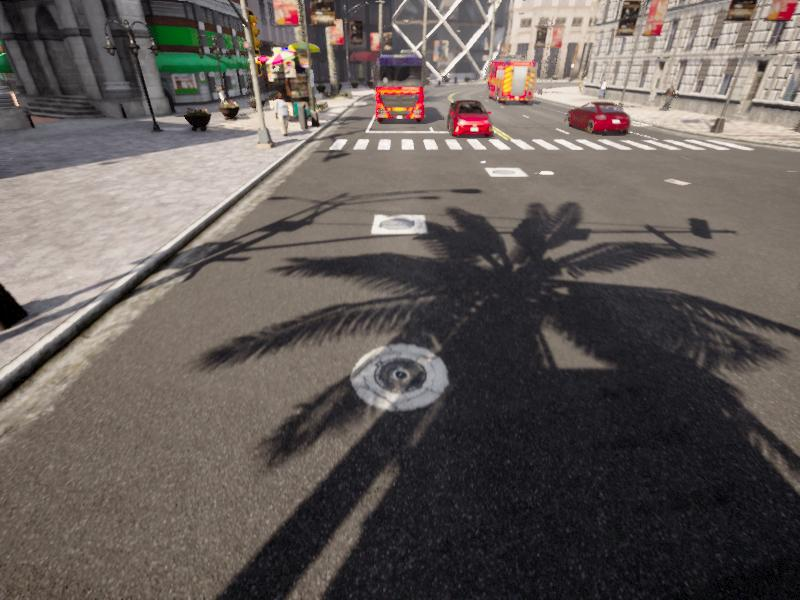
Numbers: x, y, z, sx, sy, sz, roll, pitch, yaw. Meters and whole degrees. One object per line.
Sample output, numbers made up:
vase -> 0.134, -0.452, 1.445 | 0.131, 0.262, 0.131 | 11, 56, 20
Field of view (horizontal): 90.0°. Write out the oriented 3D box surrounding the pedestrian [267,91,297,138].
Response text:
pedestrian -> -5.342, -8.425, 18.199 | 0.751, 1.860, 0.751 | 18, 35, 27

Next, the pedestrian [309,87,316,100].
pedestrian -> -8.563, -20.234, 39.128 | 0.500, 1.100, 0.500 | 0, 30, 1

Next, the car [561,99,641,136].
car -> 10.676, -9.953, 21.654 | 1.994, 1.385, 4.181 | -2, 30, -3

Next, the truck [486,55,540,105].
truck -> 10.581, -21.289, 38.593 | 2.891, 3.827, 8.468 | 1, 30, 1

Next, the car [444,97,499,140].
car -> 3.497, -9.403, 20.554 | 2.007, 1.525, 4.514 | 0, 30, 0

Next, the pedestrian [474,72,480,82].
pedestrian -> 15.359, -44.685, 80.168 | 0.751, 1.860, 0.751 | -23, 37, -34

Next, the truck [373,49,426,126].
truck -> -0.008, -13.989, 26.115 | 2.891, 3.827, 8.468 | 0, 30, 0

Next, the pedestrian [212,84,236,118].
pedestrian -> -11.171, -12.631, 25.391 | 0.751, 1.860, 0.751 | 24, 38, 34

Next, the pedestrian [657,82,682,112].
pedestrian -> 19.228, -14.497, 28.587 | 0.751, 1.860, 0.751 | 0, 30, -1

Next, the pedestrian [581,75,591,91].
pedestrian -> 24.977, -29.200, 53.713 | 0.751, 1.860, 0.751 | 16, 34, 25

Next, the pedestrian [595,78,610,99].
pedestrian -> 19.994, -20.908, 39.541 | 0.751, 1.860, 0.751 | 0, 30, 0
